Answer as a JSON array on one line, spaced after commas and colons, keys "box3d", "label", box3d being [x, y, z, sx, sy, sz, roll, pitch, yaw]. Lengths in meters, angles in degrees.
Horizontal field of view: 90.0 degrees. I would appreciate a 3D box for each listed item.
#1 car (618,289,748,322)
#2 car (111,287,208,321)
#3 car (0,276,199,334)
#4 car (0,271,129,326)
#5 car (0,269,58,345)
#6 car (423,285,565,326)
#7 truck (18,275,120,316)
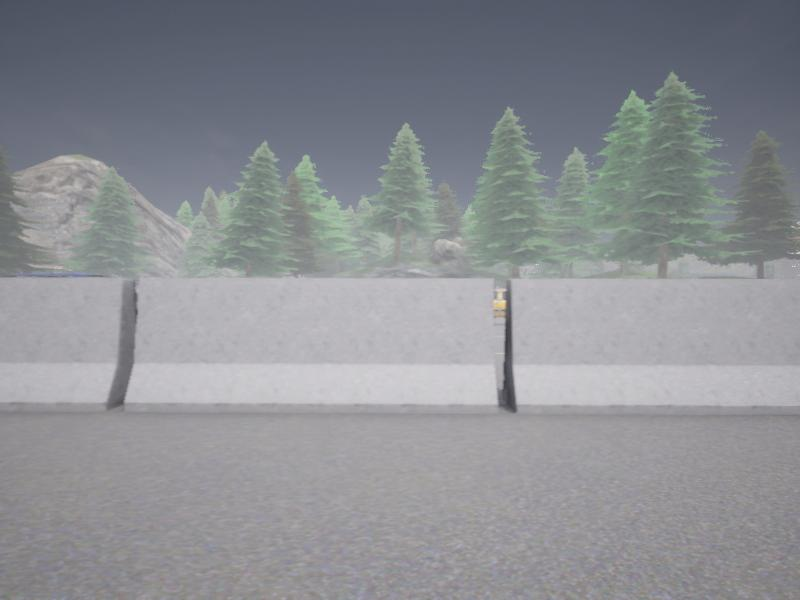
[{"box3d": [13.760, 0.252, 19.699, 4.974, 1.542, 2.038, 0, 0, 0], "label": "car"}, {"box3d": [-11.728, 0.183, 19.694, 3.705, 1.549, 1.789, 0, 0, 0], "label": "car"}, {"box3d": [-9.252, 0.134, 12.693, 4.611, 1.667, 2.242, 0, 0, 0], "label": "car"}, {"box3d": [-14.505, -0.063, 16.187, 5.566, 2.045, 2.150, 0, 0, 0], "label": "car"}, {"box3d": [-11.161, 0.151, 9.191, 4.856, 1.649, 2.033, 0, 0, 0], "label": "car"}, {"box3d": [3.646, 0.206, 16.200, 5.366, 1.575, 1.801, 0, 0, 0], "label": "car"}, {"box3d": [-22.097, -0.290, 27.093, 2.627, 2.467, 5.204, 0, 1, -1], "label": "truck"}]
